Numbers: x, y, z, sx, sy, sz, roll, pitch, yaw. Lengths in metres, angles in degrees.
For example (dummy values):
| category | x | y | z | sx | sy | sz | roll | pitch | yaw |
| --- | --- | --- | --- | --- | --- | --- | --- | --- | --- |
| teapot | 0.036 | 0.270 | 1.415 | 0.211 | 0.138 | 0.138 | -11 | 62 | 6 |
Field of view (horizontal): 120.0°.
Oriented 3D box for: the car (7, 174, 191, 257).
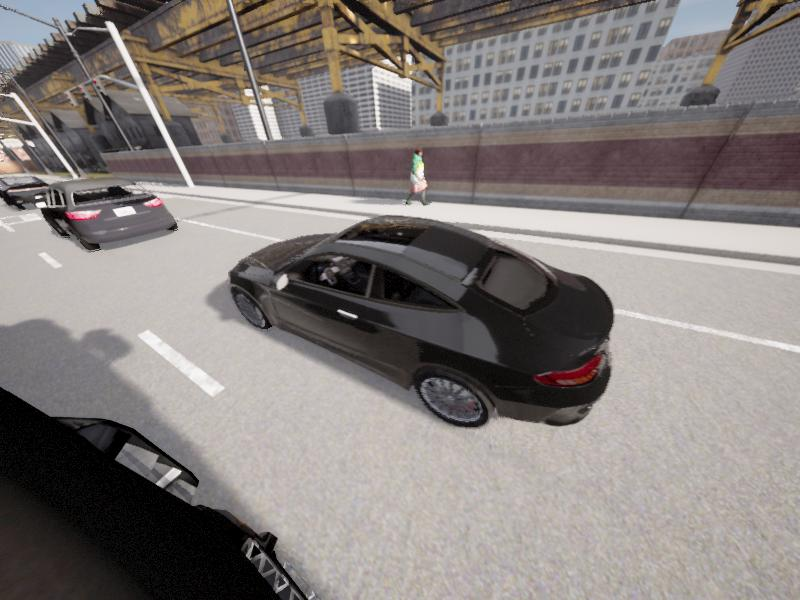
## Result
| category | x | y | z | sx | sy | sz | roll | pitch | yaw |
| --- | --- | --- | --- | --- | --- | --- | --- | --- | --- |
| car | -9.576 | -2.965 | 7.426 | 4.611 | 1.667 | 2.242 | 16 | 39 | 25 |

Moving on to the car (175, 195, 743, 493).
| category | x | y | z | sx | sy | sz | roll | pitch | yaw |
| --- | --- | --- | --- | --- | --- | --- | --- | --- | --- |
| car | -0.273 | -0.237 | 2.908 | 4.674 | 1.442 | 1.812 | 16 | 39 | 25 |

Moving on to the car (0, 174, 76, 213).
| category | x | y | z | sx | sy | sz | roll | pitch | yaw |
| --- | --- | --- | --- | --- | --- | --- | --- | --- | --- |
| car | -21.796 | -6.359 | 13.497 | 4.902 | 1.511 | 2.128 | 16 | 39 | 25 |

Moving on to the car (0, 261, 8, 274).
| category | x | y | z | sx | sy | sz | roll | pitch | yaw |
| --- | --- | --- | --- | --- | --- | --- | --- | --- | --- |
| car | -12.127 | -1.334 | 5.423 | 4.792 | 1.488 | 2.163 | 16 | 39 | 25 |

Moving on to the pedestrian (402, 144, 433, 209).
| category | x | y | z | sx | sy | sz | roll | pitch | yaw |
| --- | --- | --- | --- | --- | --- | --- | --- | --- | --- |
| pedestrian | 0.623 | -4.277 | 8.047 | 0.751 | 1.860 | 0.751 | 17 | 39 | 26 |
